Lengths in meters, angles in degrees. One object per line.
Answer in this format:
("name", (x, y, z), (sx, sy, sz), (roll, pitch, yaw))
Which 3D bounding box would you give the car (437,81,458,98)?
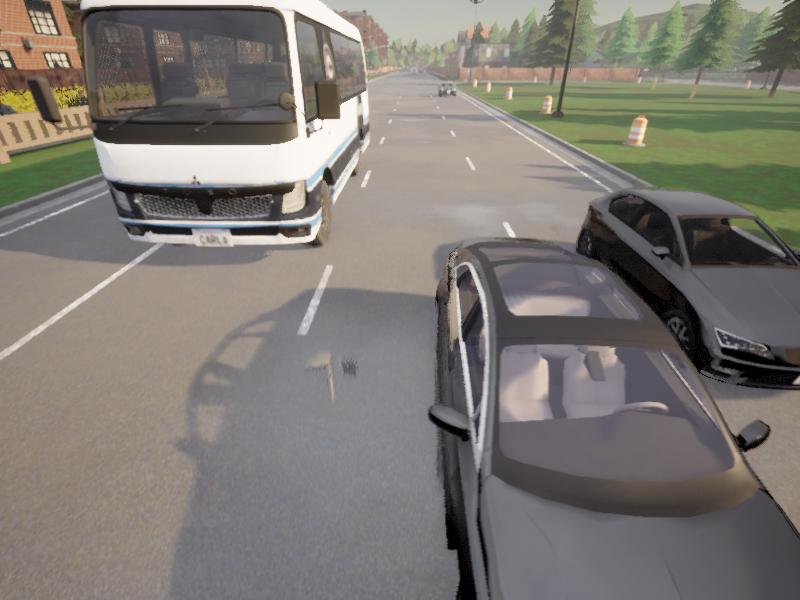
("car", (5.326, -23.737, 45.038), (1.970, 1.475, 3.806), (1, 30, 1))

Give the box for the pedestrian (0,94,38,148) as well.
("pedestrian", (-15.382, -7.047, 15.781), (0.751, 1.860, 0.751), (1, 30, 1))

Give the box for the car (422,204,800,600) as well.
("car", (1.278, 0.712, 3.279), (2.128, 1.511, 4.902), (2, 30, 2))

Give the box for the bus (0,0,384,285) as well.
("bus", (-2.716, -4.710, 9.810), (3.944, 4.253, 10.273), (1, 30, 1))

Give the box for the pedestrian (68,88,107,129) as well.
("pedestrian", (-15.902, -9.746, 20.384), (0.751, 1.860, 0.751), (0, 30, 1))

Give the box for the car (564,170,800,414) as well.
("car", (3.995, -0.550, 5.474), (1.816, 1.474, 4.193), (1, 30, 1))
